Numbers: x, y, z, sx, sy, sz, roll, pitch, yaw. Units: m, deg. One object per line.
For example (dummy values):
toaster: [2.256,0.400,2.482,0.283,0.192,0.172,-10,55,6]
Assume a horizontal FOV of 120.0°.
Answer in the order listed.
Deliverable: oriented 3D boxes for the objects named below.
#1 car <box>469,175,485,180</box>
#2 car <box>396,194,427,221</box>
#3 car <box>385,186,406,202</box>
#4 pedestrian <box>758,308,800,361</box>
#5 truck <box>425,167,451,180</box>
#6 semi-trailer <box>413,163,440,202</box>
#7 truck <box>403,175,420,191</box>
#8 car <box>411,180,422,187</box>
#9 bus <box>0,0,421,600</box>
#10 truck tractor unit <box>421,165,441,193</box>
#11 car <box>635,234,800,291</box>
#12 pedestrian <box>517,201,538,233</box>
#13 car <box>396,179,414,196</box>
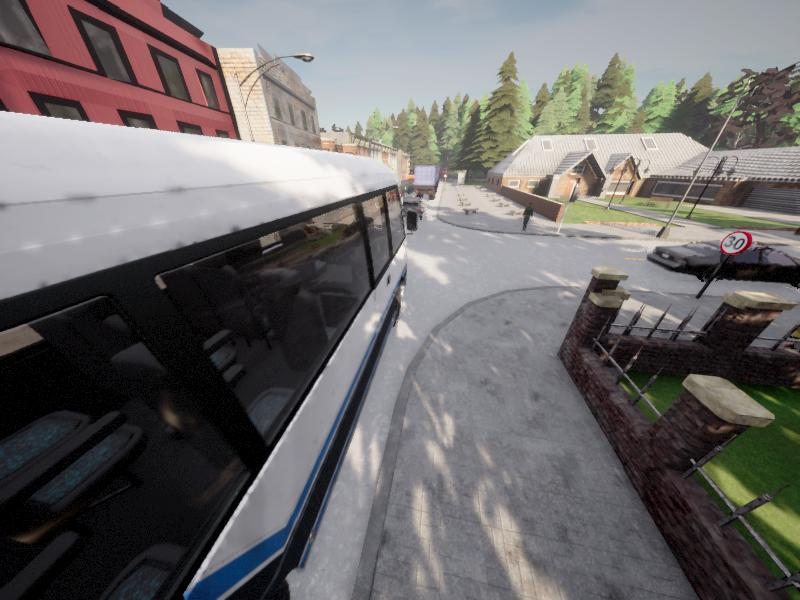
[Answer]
car: [26.452,-42.027,79.302,4.892,1.490,1.837,5,30,7]
car: [1.156,-8.568,21.174,2.242,1.667,4.611,4,30,7]
car: [-0.536,-14.777,32.073,2.007,1.525,4.514,5,30,9]
pedestrian: [9.186,0.798,5.268,0.500,1.100,0.500,5,30,9]
truck: [13.255,-44.418,81.119,8.468,3.827,2.891,-12,32,-19]
semi-trailer: [4.322,-18.272,35.236,2.717,4.402,14.254,5,30,9]
truck: [2.385,-23.415,46.091,2.627,2.467,5.204,5,30,9]
car: [3.796,-26.830,53.181,1.895,1.301,4.718,5,30,8]
bus: [-2.336,0.433,3.003,3.944,4.253,10.273,5,30,9]
truck tractor unit: [5.709,-22.083,42.034,3.053,4.208,6.516,5,31,9]
car: [13.656,-1.580,9.349,5.357,1.411,2.033,6,30,10]
pedestrian: [8.614,-5.626,15.617,0.751,1.860,0.751,17,34,26]
car: [0.881,-19.039,38.936,2.150,2.045,5.566,5,30,9]
